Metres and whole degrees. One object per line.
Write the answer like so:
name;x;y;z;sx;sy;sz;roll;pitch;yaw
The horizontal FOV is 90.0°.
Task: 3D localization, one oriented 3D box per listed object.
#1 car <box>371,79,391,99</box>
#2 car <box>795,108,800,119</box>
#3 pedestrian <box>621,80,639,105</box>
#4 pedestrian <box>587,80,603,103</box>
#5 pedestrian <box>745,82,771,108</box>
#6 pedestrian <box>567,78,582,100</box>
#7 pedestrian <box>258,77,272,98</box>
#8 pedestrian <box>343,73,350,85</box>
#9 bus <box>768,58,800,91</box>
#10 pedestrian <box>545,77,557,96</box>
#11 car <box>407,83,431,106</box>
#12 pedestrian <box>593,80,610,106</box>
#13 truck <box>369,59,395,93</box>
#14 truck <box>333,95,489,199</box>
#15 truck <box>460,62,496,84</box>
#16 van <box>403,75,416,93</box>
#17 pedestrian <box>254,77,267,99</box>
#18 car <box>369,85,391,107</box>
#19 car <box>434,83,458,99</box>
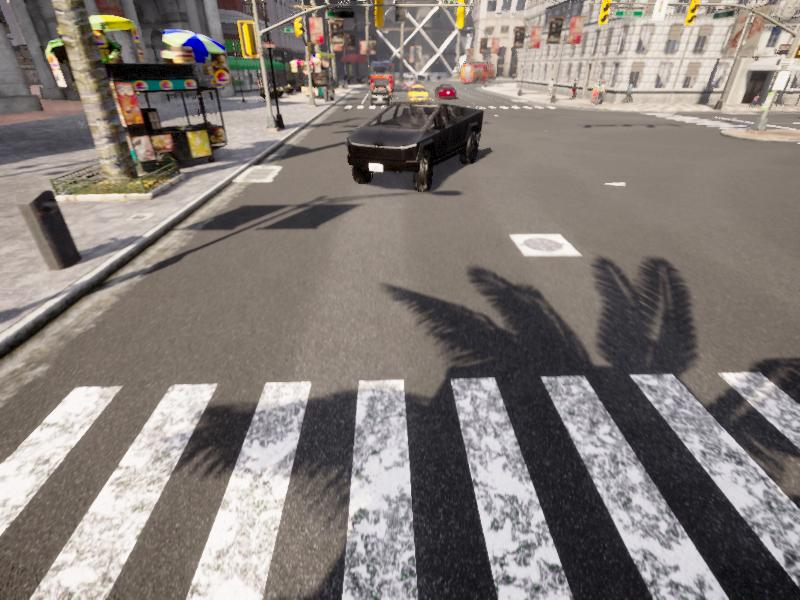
car;-2.097;-23.661;44.697;2.097;1.767;4.553;-1;30;-2
car;29.962;-12.842;26.646;5.008;1.535;1.882;-2;30;-2
pedestrian;20.202;-18.251;35.167;0.751;1.860;0.751;6;31;10
pedestrian;17.577;-18.794;36.080;0.751;1.860;0.751;1;30;1
pedestrian;28.919;-16.579;32.363;0.751;1.860;0.751;5;31;9
pedestrian;17.482;-21.161;40.129;0.751;1.860;0.751;-1;30;-1
pedestrian;-13.623;-21.453;40.447;0.751;1.860;0.751;18;35;27
pedestrian;-9.198;-38.018;68.800;0.751;1.860;0.751;7;31;12
bus;62.144;-33.617;59.702;3.944;4.253;10.273;-1;30;-2
pedestrian;16.829;-23.735;44.529;0.751;1.860;0.751;-1;30;-2
car;1.676;-19.341;37.541;1.801;1.575;5.366;-1;30;-2
pedestrian;17.182;-17.679;34.171;0.751;1.860;0.751;4;31;6
truck;-2.323;-30.470;54.332;2.891;3.827;8.468;1;30;1
truck;0.734;-5.229;12.880;2.390;2.098;6.274;14;33;23
truck;16.094;-46.571;81.997;2.891;3.827;8.468;24;38;34
van;1.245;-29.212;54.022;1.775;1.987;4.442;0;30;0
pedestrian;-13.847;-21.064;39.783;0.751;1.860;0.751;4;30;6
car;-1.758;-18.184;35.570;1.789;1.549;3.705;-1;30;-2
car;4.990;-22.984;44.006;1.994;1.385;4.181;-1;30;-2
